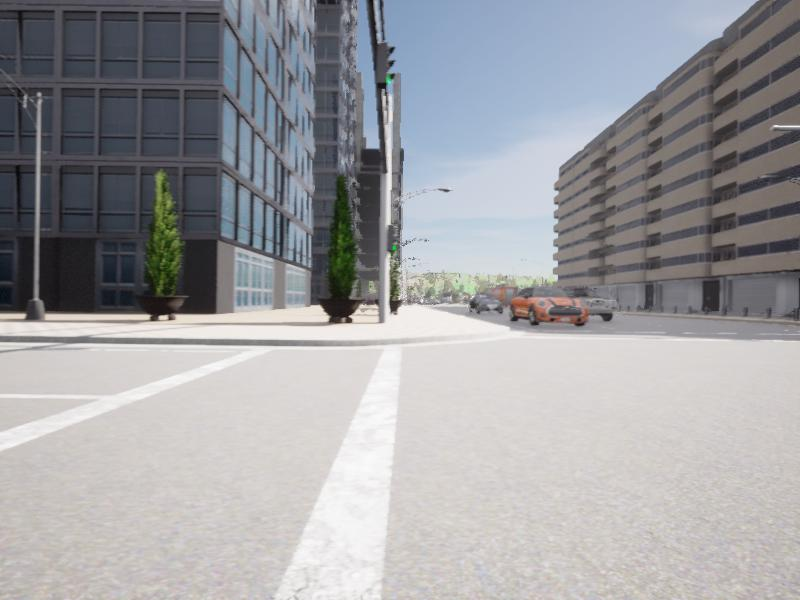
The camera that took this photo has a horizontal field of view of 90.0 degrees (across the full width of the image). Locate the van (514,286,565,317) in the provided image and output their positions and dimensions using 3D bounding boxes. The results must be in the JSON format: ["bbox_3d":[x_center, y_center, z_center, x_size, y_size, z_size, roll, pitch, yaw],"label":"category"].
[{"bbox_3d":[9.975,0.115,28.995,2.069,2.038,4.480,1,0,0],"label":"van"}]

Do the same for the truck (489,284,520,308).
[{"bbox_3d":[17.213,-0.615,66.719,2.891,3.827,8.468,1,0,0],"label":"truck"}]

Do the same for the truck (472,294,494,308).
[{"bbox_3d":[13.714,0.197,66.323,2.390,2.098,6.274,1,0,0],"label":"truck"}]

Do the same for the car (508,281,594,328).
[{"bbox_3d":[6.378,0.169,17.523,2.097,1.767,4.553,1,0,1],"label":"car"}]

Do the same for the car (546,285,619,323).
[{"bbox_3d":[9.927,0.185,22.206,1.932,1.855,4.605,1,0,0],"label":"car"}]

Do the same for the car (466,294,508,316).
[{"bbox_3d":[6.480,0.331,30.392,2.128,1.511,4.902,1,0,0],"label":"car"}]
